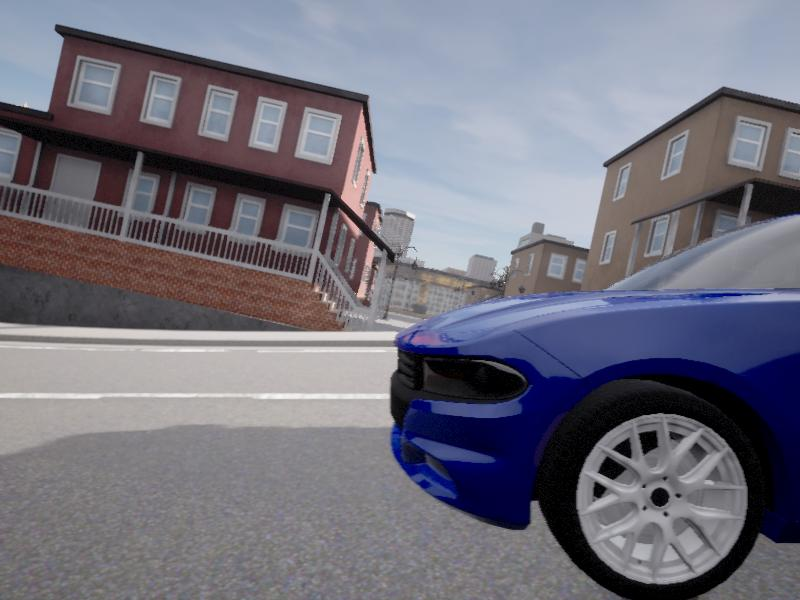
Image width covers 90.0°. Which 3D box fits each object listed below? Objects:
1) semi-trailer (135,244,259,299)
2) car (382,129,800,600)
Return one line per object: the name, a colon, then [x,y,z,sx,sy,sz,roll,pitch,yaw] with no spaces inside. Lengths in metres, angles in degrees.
semi-trailer: [-27.219,-3.653,54.542,14.254,4.402,2.717,12,-1,-33]
car: [2.449,0.224,2.199,5.008,1.535,1.882,0,0,0]
